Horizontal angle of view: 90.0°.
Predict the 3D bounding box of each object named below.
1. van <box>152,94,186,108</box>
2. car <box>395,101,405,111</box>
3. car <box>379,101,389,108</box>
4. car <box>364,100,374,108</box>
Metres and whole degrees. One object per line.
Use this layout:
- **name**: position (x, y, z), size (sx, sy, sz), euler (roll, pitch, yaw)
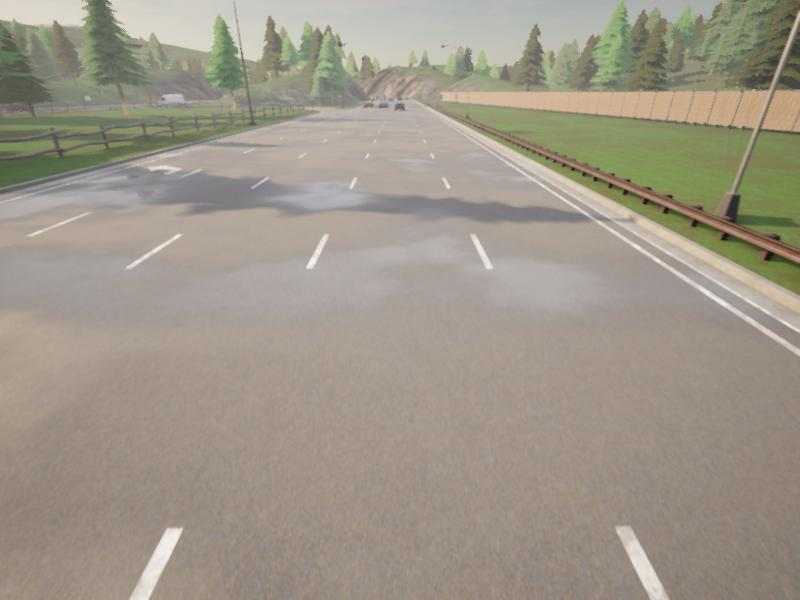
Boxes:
- **van**: position (-49.252, -42.482, 85.501), size (5.915, 2.561, 1.988), euler (-12, 30, -23)
- **car**: position (-0.013, -37.447, 77.192), size (1.837, 1.490, 4.892), euler (0, 27, 0)
- **car**: position (-3.515, -43.180, 88.361), size (1.994, 1.385, 4.181), euler (0, 27, 0)
- **car**: position (-7.015, -44.737, 91.288), size (1.812, 1.442, 4.674), euler (0, 27, 0)
